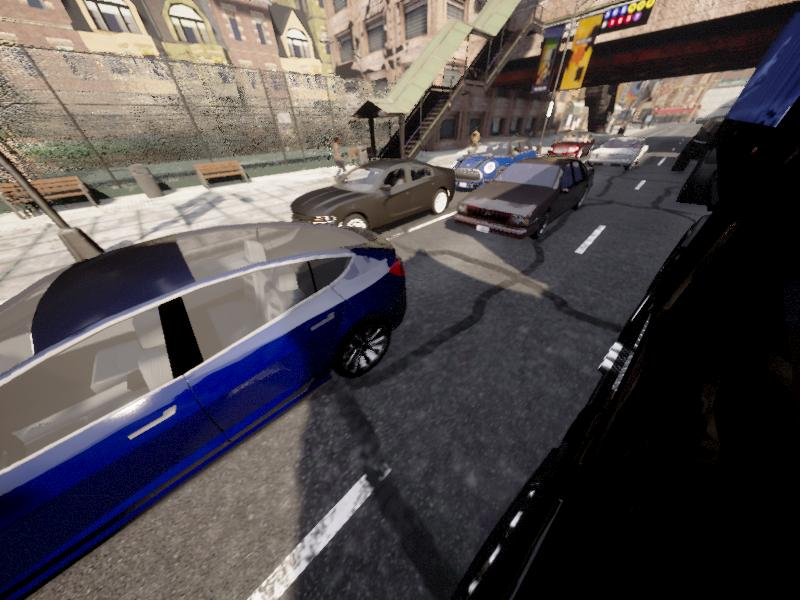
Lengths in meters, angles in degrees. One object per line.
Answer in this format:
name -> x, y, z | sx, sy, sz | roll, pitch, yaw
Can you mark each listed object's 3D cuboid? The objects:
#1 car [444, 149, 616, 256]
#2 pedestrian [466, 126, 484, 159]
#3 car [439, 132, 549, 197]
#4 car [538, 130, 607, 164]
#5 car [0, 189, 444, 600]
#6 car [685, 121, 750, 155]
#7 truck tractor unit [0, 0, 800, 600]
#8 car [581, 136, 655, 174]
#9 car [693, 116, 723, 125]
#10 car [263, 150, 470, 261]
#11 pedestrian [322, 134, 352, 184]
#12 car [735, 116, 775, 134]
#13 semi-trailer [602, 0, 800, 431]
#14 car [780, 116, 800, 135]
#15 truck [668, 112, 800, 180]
car -> 3.722, -3.049, 6.328 | 5.357, 1.411, 2.033 | -31, 45, -33
pedestrian -> 5.349, -11.220, 16.467 | 0.751, 1.860, 0.751 | 20, 42, 27
car -> 4.017, -5.927, 9.828 | 4.553, 1.767, 2.185 | -32, 46, -33
car -> 11.772, -10.529, 15.728 | 4.892, 1.521, 2.231 | -32, 46, -33
car -> -2.033, 0.431, 1.947 | 4.792, 1.488, 2.163 | -31, 45, -33
car -> 22.322, -11.546, 16.369 | 5.238, 1.638, 1.930 | -31, 45, -33
truck tractor unit -> 2.645, -0.295, 0.351 | 6.516, 4.208, 3.053 | -28, 44, -30
car -> 11.874, -7.980, 12.514 | 4.718, 1.301, 1.895 | -31, 45, -33
car -> 74.902, -43.719, 56.325 | 2.242, 1.667, 4.611 | 10, 39, 16
car -> -0.489, -2.957, 6.336 | 5.008, 1.535, 2.097 | -32, 46, -33
pedestrian -> -2.858, -6.478, 10.618 | 0.751, 1.860, 0.751 | -26, 43, -28
car -> 43.531, -21.491, 28.426 | 3.988, 1.617, 1.851 | -31, 45, -33
semi-trailer -> 8.472, -3.745, 4.445 | 14.254, 4.402, 2.717 | -31, 45, -32
car -> 44.828, -19.329, 25.523 | 4.974, 1.542, 2.038 | -31, 45, -33
truck -> 15.363, -7.468, 10.996 | 6.274, 2.098, 2.390 | -31, 45, -33
